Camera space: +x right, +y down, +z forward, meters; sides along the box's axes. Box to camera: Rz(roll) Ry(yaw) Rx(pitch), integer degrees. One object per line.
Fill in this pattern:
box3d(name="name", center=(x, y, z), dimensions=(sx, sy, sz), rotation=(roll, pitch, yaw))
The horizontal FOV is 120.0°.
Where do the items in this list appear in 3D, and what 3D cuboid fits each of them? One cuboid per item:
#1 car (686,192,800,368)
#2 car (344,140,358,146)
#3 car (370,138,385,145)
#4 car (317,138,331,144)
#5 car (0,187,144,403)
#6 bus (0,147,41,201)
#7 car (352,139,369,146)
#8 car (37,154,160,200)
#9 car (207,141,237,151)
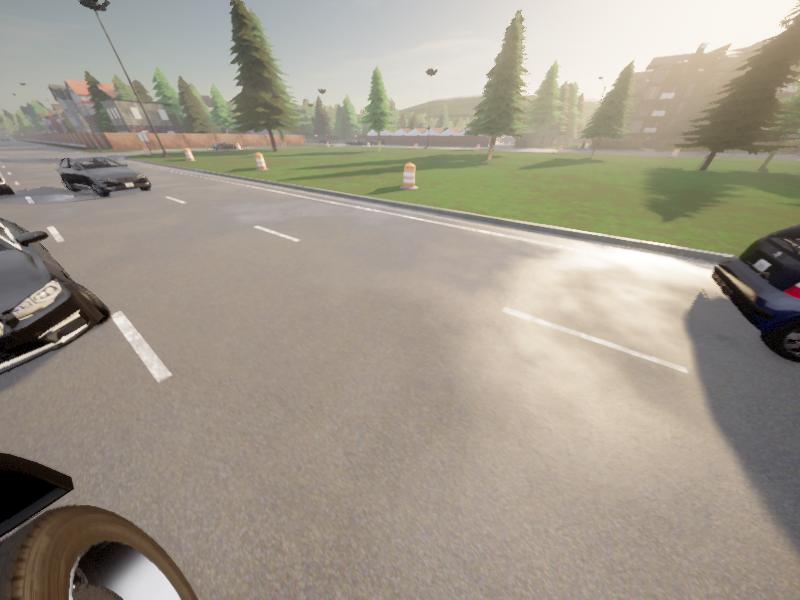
box3d(name="car", center=(6.471, 0.169, 2.304), dimensions=(3.988, 1.617, 1.851), rotation=(22, 40, 27))
box3d(name="car", center=(-14.369, -46.131, 67.741), dimensions=(3.806, 1.475, 1.970), rotation=(22, 41, 27))
box3d(name="car", center=(-7.125, -50.796, 73.961), dimensions=(4.605, 1.855, 1.932), rotation=(22, 41, 27))
box3d(name="car", center=(-27.260, -56.959, 82.728), dimensions=(4.856, 1.649, 2.033), rotation=(22, 41, 27))
box3d(name="car", center=(-6.106, -0.333, 3.017), dimensions=(4.902, 1.511, 2.128), rotation=(19, 41, 26))
box3d(name="bus", center=(-21.257, -7.040, 10.011), dimensions=(10.273, 4.253, 3.944), rotation=(21, 40, 27))
box3d(name="car", center=(-12.003, -47.660, 69.873), dimensions=(4.902, 1.511, 2.128), rotation=(22, 41, 27))
box3d(name="car", center=(-13.942, -5.840, 10.768), dimensions=(4.193, 1.474, 1.816), rotation=(14, 38, 19))
box3d(name="car", center=(-33.101, -28.832, 43.109), dimensions=(1.970, 1.475, 3.806), rotation=(17, 38, 22))
